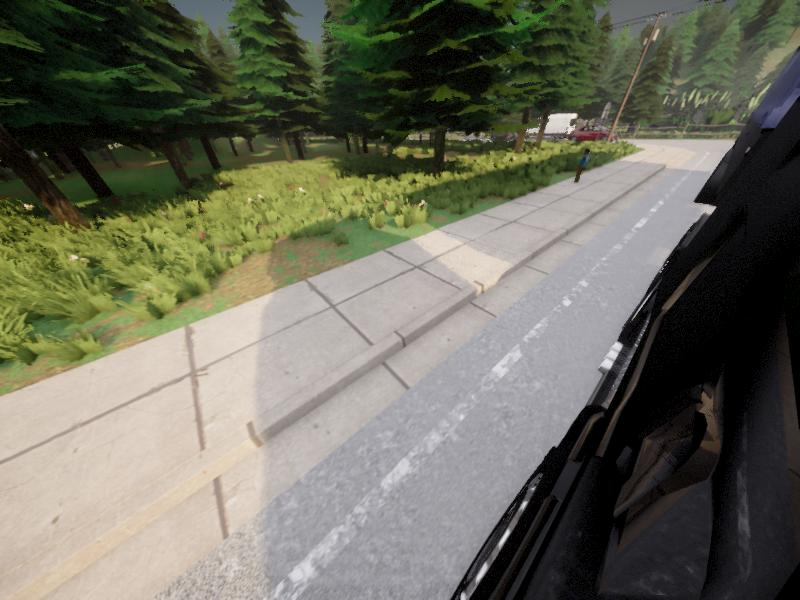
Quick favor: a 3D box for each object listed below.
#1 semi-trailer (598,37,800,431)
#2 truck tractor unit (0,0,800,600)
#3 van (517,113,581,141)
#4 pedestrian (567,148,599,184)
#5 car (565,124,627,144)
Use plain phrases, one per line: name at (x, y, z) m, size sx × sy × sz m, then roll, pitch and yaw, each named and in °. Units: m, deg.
semi-trailer at (8.662, -3.640, 4.248) m, size 14.254 × 4.402 × 2.717 m, roll -29°, pitch 44°, yaw -30°
truck tractor unit at (2.645, -0.295, 0.351) m, size 6.516 × 4.208 × 3.053 m, roll -28°, pitch 44°, yaw -30°
van at (18.418, -21.609, 29.009) m, size 1.988 × 2.561 × 5.915 m, roll -27°, pitch 43°, yaw -28°
pedestrian at (6.782, -4.977, 8.619) m, size 0.500 × 1.100 × 0.500 m, roll 10°, pitch 39°, yaw 17°
car at (19.750, -16.828, 23.449) m, size 1.816 × 1.474 × 4.193 m, roll -26°, pitch 43°, yaw -28°
